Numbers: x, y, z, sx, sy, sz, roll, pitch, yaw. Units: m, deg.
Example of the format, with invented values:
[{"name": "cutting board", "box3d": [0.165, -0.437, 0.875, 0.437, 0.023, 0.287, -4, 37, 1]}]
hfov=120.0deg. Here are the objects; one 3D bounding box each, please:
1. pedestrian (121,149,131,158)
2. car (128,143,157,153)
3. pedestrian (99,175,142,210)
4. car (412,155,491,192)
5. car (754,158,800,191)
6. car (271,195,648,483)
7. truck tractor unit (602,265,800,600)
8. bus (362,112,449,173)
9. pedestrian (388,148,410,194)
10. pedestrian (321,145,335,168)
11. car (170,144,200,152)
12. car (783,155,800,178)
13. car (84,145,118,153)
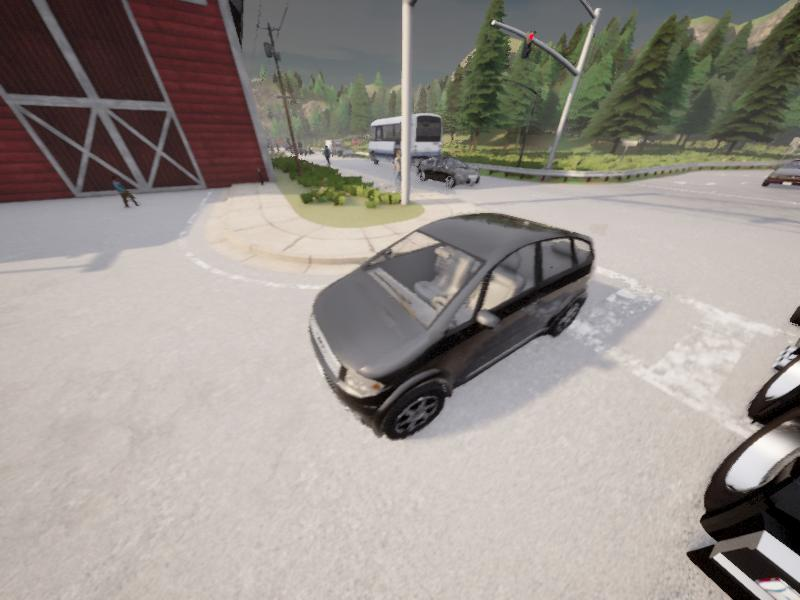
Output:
[{"name": "pedestrian", "box3d": [-41.336, -22.130, 34.848, 0.500, 1.100, 0.500, -18, 38, -24]}, {"name": "car", "box3d": [-60.730, -35.987, 54.548, 3.866, 1.878, 1.905, -18, 38, -24]}, {"name": "pedestrian", "box3d": [-10.483, -4.058, 8.700, 0.500, 1.100, 0.500, -18, 38, -24]}, {"name": "car", "box3d": [2.941, -8.135, 14.587, 2.128, 1.511, 4.902, -18, 38, -24]}, {"name": "car", "box3d": [24.533, -7.753, 14.140, 5.357, 1.411, 2.033, -18, 39, -24]}, {"name": "car", "box3d": [0.786, -0.136, 2.883, 3.705, 1.549, 1.789, -20, 39, -26]}, {"name": "truck tractor unit", "box3d": [5.108, -0.303, 0.788, 6.516, 4.208, 3.053, -18, 39, -24]}, {"name": "bus", "box3d": [-0.021, -16.317, 24.043, 3.944, 4.253, 10.273, -18, 39, -24]}, {"name": "pedestrian", "box3d": [-0.060, -6.302, 11.300, 0.751, 1.860, 0.751, -21, 40, -27]}, {"name": "pedestrian", "box3d": [-6.842, -13.647, 21.945, 0.751, 1.860, 0.751, -18, 38, -24]}, {"name": "car", "box3d": [-54.566, -38.781, 58.820, 1.930, 1.638, 5.238, 13, 36, 17]}, {"name": "car", "box3d": [33.155, -10.662, 18.140, 4.611, 1.667, 2.242, -18, 38, -24]}, {"name": "car", "box3d": [-66.923, -33.852, 51.774, 4.193, 1.474, 1.816, -18, 38, -24]}]
